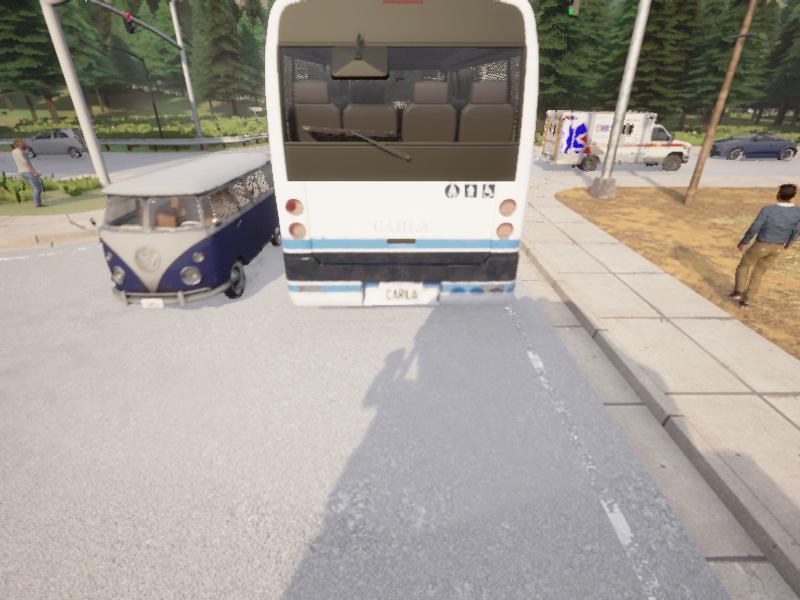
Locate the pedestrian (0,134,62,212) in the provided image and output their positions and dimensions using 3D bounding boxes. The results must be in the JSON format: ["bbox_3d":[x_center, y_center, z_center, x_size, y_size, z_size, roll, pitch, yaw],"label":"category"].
[{"bbox_3d":[-10.105,-3.436,10.835,0.751,1.860,0.751,18,32,31],"label":"pedestrian"}]

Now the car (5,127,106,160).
[{"bbox_3d":[-18.898,-8.683,22.123,3.633,1.501,1.845,1,27,1],"label":"car"}]

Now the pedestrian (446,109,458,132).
[{"bbox_3d":[4.652,-16.243,36.151,0.751,1.860,0.751,-6,28,-12],"label":"pedestrian"}]

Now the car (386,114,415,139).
[{"bbox_3d":[0.013,-14.489,33.307,2.242,1.667,4.611,0,27,0],"label":"car"}]

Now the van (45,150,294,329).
[{"bbox_3d":[-3.490,-1.459,7.365,1.775,1.987,4.442,0,27,0],"label":"van"}]

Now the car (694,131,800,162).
[{"bbox_3d":[18.791,-8.297,21.538,4.181,1.385,1.994,0,27,1],"label":"car"}]

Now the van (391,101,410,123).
[{"bbox_3d":[0.111,-25.031,53.167,2.351,2.431,6.366,1,27,1],"label":"van"}]

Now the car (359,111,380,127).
[{"bbox_3d":[-3.469,-21.035,46.460,2.033,1.411,5.357,0,27,0],"label":"car"}]

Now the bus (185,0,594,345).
[{"bbox_3d":[-0.126,-3.681,9.274,3.944,4.253,10.273,0,29,0],"label":"bus"}]

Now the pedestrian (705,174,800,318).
[{"bbox_3d":[5.279,-0.786,5.812,0.751,1.860,0.751,11,29,21],"label":"pedestrian"}]

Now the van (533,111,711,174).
[{"bbox_3d":[9.790,-7.253,18.325,6.366,2.431,2.351,0,27,1],"label":"van"}]
